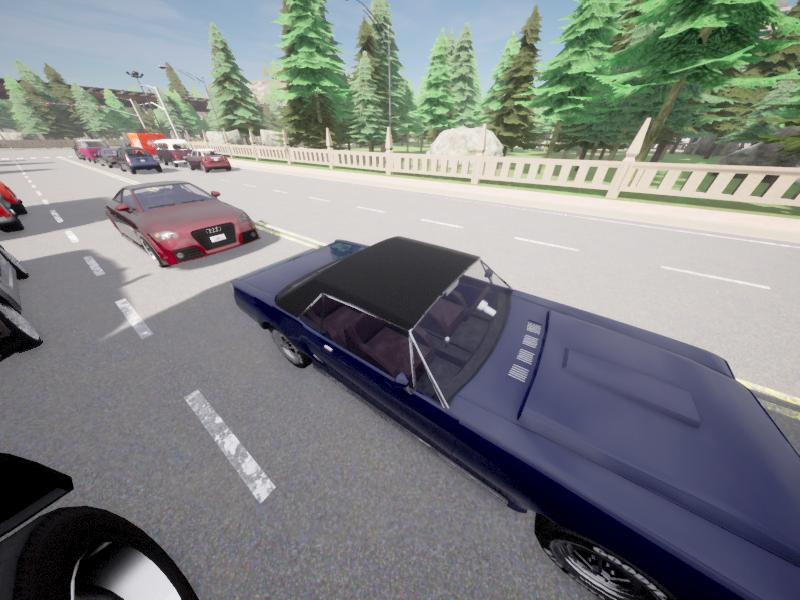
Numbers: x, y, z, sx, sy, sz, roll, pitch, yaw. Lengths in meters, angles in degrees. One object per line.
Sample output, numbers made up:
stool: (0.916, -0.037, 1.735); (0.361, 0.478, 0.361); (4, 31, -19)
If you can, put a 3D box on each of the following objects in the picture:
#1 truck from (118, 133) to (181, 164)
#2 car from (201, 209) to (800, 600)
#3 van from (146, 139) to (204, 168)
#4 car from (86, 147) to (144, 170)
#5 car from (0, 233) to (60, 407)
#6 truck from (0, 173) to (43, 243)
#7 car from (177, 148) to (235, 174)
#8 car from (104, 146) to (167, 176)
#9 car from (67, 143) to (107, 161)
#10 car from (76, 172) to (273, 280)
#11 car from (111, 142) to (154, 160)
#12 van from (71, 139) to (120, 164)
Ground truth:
truck: (-26.093, -15.855, 24.114); (5.204, 2.467, 2.627); (22, 41, 28)
car: (0.347, 0.296, 2.377); (4.718, 1.301, 1.895); (22, 41, 28)
van: (-20.411, -13.368, 20.994); (4.480, 2.038, 2.069); (22, 41, 28)
car: (-25.303, -12.633, 20.477); (5.357, 1.411, 2.033); (22, 41, 28)
car: (-6.542, -0.183, 2.723); (5.238, 1.638, 1.930); (22, 41, 28)
truck: (-12.776, -3.063, 6.029); (5.204, 2.467, 2.627); (22, 41, 28)
car: (-15.294, -11.056, 18.237); (3.806, 1.475, 1.970); (22, 40, 28)
car: (-19.767, -10.469, 17.257); (3.988, 1.617, 1.851); (22, 41, 28)
car: (-35.842, -16.981, 26.440); (3.705, 1.549, 1.789); (22, 41, 28)
car: (-5.491, -2.101, 5.678); (4.181, 1.385, 1.994); (21, 40, 27)
car: (-32.241, -18.006, 27.858); (4.856, 1.649, 2.033); (22, 41, 28)
van: (-31.121, -15.239, 23.623); (4.442, 1.987, 1.775); (22, 41, 28)
